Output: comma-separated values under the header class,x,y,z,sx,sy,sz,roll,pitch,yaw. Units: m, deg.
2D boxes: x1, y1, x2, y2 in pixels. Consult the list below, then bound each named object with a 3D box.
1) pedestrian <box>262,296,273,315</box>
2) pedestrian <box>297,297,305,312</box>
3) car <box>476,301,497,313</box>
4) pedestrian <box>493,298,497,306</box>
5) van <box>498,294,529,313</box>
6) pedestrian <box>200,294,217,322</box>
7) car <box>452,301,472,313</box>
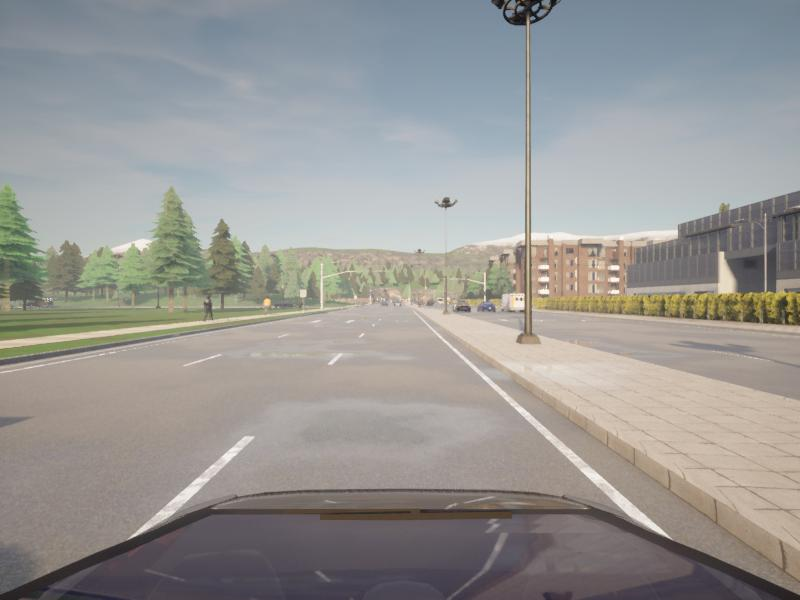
class,x,y,z,sx,sy,sz,roll,pitch,yaw
pedestrian,-12.550,0.519,37.915,0.751,1.860,0.751,0,0,2
pedestrian,-12.372,0.529,49.888,0.751,1.860,0.751,0,0,2
car,11.755,0.918,54.568,1.812,1.442,4.674,0,0,0
pedestrian,22.248,0.567,93.533,0.751,1.860,0.751,0,0,3
van,15.255,0.426,54.148,2.351,2.431,6.366,0,0,0
pedestrian,-12.750,0.509,26.697,0.751,1.860,0.751,0,0,1
car,8.250,0.874,53.841,2.038,1.542,4.974,0,0,1
